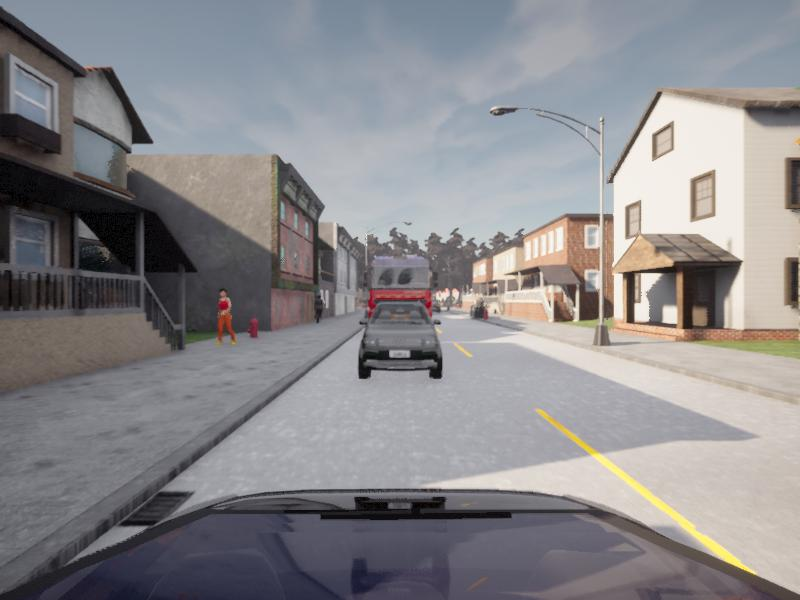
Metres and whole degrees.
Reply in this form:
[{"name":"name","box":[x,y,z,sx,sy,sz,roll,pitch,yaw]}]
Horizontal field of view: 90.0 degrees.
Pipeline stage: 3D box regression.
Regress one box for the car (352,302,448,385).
[{"name":"car","box":[0.007,0.818,9.304,1.789,1.549,3.705,0,0,0]}]

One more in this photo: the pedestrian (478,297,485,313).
[{"name":"pedestrian","box":[9.390,0.537,46.075,0.751,1.860,0.751,0,0,4]}]

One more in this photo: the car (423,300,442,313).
[{"name":"car","box":[4.034,0.831,50.977,2.038,1.542,4.974,0,0,0]}]

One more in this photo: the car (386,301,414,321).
[{"name":"car","box":[0.022,0.854,33.081,2.163,1.488,4.792,0,0,0]}]

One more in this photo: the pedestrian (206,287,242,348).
[{"name":"pedestrian","box":[-5.619,0.534,12.804,0.751,1.860,0.751,0,0,18]}]

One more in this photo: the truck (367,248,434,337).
[{"name":"truck","box":[0.010,-0.318,21.587,2.891,3.827,8.468,0,0,0]}]

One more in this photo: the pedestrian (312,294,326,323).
[{"name":"pedestrian","box":[-5.123,0.536,25.409,0.751,1.860,0.751,0,0,-2]}]
